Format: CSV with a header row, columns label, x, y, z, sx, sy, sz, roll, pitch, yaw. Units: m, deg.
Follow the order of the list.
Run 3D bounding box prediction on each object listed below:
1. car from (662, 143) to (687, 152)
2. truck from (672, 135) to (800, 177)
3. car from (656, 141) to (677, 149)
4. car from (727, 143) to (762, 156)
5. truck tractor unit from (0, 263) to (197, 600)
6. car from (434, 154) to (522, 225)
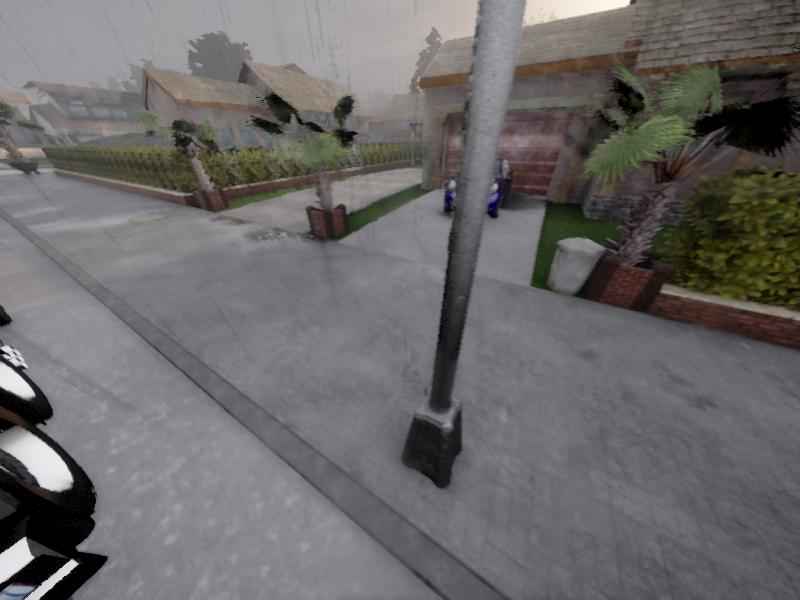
label,x,y,z,sx,sy,sz,roll,pitch,yaw
car,55.534,-31.038,46.843,1.994,1.385,4.181,18,39,24
truck,22.606,-9.906,15.752,4.478,2.038,2.069,20,40,23
car,69.896,-40.703,60.635,2.152,1.651,5.027,18,39,24
car,51.032,-22.392,34.313,1.789,1.549,3.705,25,42,31
truck tractor unit,-5.115,-0.294,0.785,6.516,4.208,3.053,18,39,24
car,2.703,-3.868,7.670,1.845,1.501,3.633,16,38,22
